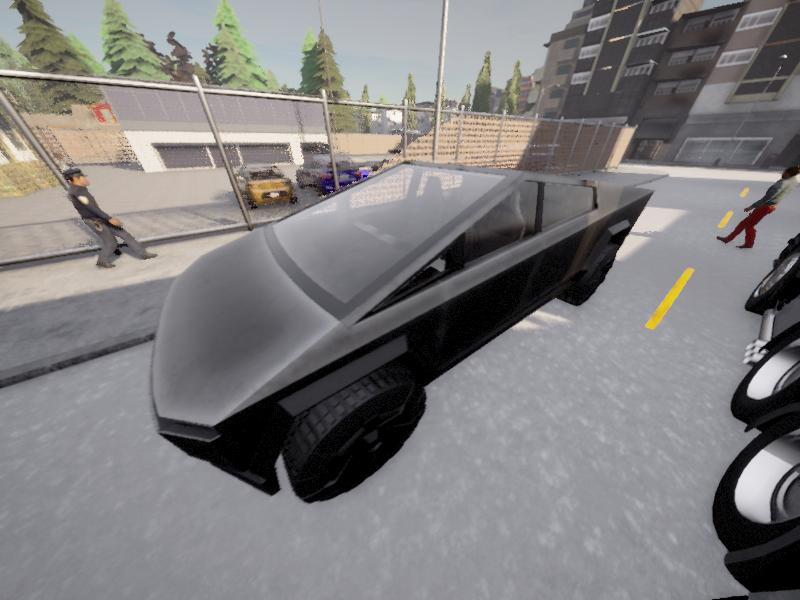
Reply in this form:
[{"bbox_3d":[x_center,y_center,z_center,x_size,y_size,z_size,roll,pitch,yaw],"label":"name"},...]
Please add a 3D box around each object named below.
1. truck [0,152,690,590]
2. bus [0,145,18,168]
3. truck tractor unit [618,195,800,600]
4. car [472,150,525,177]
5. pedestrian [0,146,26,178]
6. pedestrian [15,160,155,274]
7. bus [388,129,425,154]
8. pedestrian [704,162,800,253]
[{"bbox_3d":[0.890,-0.662,3.155,6.274,2.098,2.390,-23,41,-29],"label":"truck"},{"bbox_3d":[-45.620,-15.391,22.581,10.273,4.253,3.944,9,36,12],"label":"bus"},{"bbox_3d":[4.989,-0.403,0.951,6.516,4.208,3.053,-23,41,-30],"label":"truck tractor unit"},{"bbox_3d":[7.773,-10.842,18.265,3.705,1.547,1.789,-23,41,-29],"label":"car"},{"bbox_3d":[-27.927,-9.702,16.213,0.751,1.860,0.751,-23,41,-29],"label":"pedestrian"},{"bbox_3d":[-5.787,-1.572,4.456,0.751,1.860,0.751,-27,43,-33],"label":"pedestrian"},{"bbox_3d":[1.562,-35.397,51.584,3.944,4.253,10.273,18,38,22],"label":"bus"},{"bbox_3d":[8.715,-2.179,5.523,0.751,1.860,0.751,-7,35,-9],"label":"pedestrian"}]
